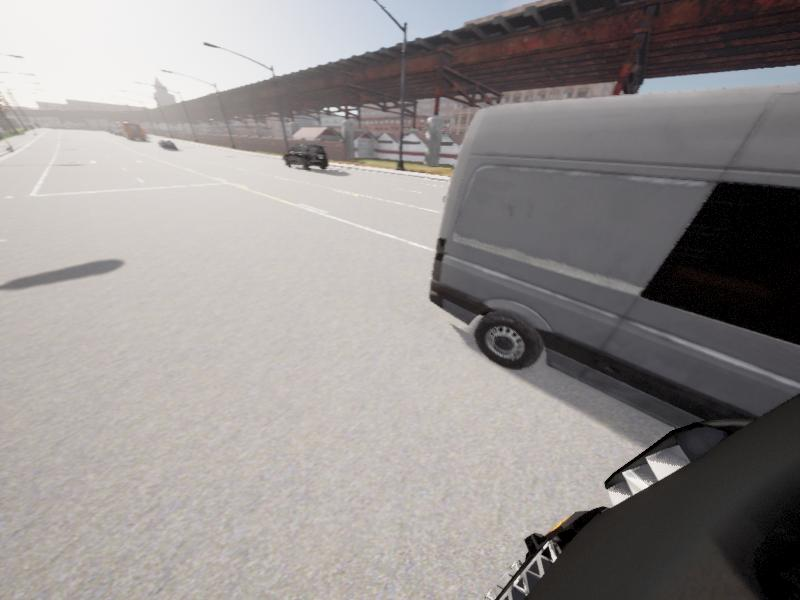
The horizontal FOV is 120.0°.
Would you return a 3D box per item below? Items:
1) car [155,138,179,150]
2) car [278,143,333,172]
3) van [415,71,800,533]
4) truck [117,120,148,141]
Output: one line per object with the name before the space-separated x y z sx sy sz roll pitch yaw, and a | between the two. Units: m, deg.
car | -41.202 -27.551 40.793 3.806 1.475 1.970 28 41 31
car | -9.198 -13.847 22.372 5.566 2.045 2.150 27 40 32
van | 3.169 0.010 1.880 5.915 2.561 1.988 27 41 32
truck | -67.273 -42.537 58.028 8.468 3.827 2.891 28 41 31
